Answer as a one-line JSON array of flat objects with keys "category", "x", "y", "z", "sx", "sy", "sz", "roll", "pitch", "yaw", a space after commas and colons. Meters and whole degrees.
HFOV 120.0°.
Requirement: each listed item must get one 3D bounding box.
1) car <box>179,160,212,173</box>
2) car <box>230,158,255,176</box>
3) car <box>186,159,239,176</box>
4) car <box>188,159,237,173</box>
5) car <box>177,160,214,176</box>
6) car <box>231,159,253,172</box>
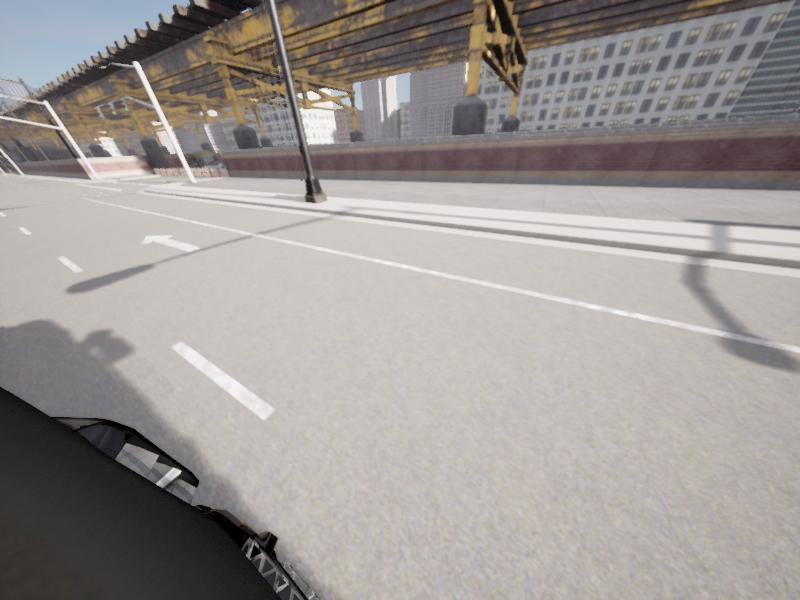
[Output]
[{"category": "car", "x": -28.723, "y": -18.911, "z": 32.603, "sx": 1.853, "sy": 1.218, "sz": 4.536, "roll": -11, "pitch": 35, "yaw": -12}, {"category": "car", "x": -19.675, "y": -16.679, "z": 28.858, "sx": 2.038, "sy": 1.542, "sz": 4.974, "roll": -21, "pitch": 38, "yaw": -24}, {"category": "car", "x": -24.711, "y": -17.615, "z": 30.644, "sx": 4.974, "sy": 1.542, "sz": 2.038, "roll": -6, "pitch": 34, "yaw": -4}, {"category": "car", "x": -24.666, "y": -17.751, "z": 30.560, "sx": 4.536, "sy": 1.218, "sz": 1.853, "roll": -6, "pitch": 34, "yaw": -4}, {"category": "car", "x": -28.701, "y": -18.753, "z": 32.649, "sx": 2.038, "sy": 1.542, "sz": 4.974, "roll": -11, "pitch": 35, "yaw": -12}, {"category": "car", "x": -19.709, "y": -16.833, "z": 28.808, "sx": 1.853, "sy": 1.218, "sz": 4.536, "roll": -21, "pitch": 38, "yaw": -24}]
